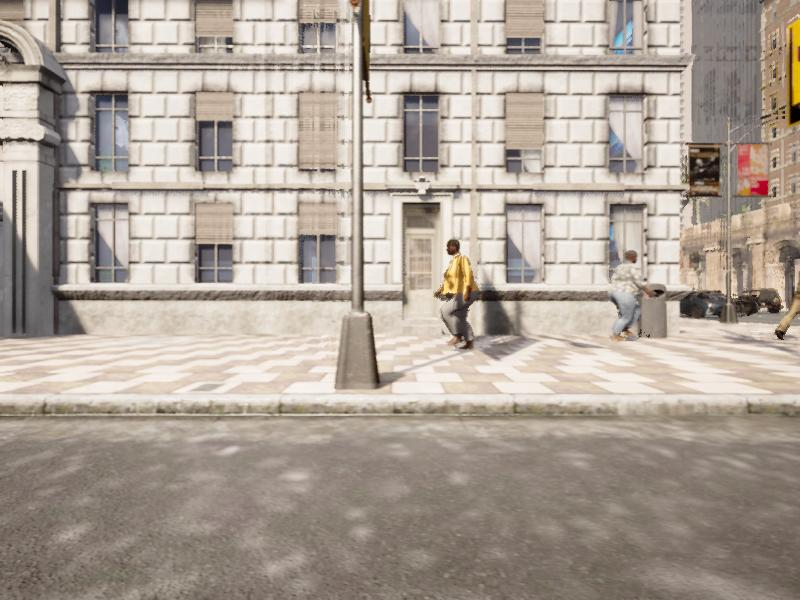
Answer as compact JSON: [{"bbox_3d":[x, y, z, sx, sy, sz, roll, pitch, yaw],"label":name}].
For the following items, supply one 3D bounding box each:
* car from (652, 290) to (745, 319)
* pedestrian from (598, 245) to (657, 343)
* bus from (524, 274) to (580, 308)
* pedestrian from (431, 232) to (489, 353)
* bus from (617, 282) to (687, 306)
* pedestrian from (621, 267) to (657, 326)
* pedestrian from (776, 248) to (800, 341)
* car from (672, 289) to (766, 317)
[{"bbox_3d":[17.119,0.245,23.274,2.007,1.525,4.514,0,0,0],"label":"car"},{"bbox_3d":[4.515,-0.111,7.990,0.751,1.860,0.751,0,0,3],"label":"pedestrian"},{"bbox_3d":[20.768,-1.108,55.594,3.944,4.253,10.273,0,0,0],"label":"bus"},{"bbox_3d":[0.956,-0.114,6.524,0.751,1.860,0.751,0,0,-7],"label":"pedestrian"},{"bbox_3d":[45.954,-1.096,73.281,10.273,4.253,3.944,0,0,0],"label":"bus"},{"bbox_3d":[7.683,-0.108,12.870,0.751,1.860,0.751,0,0,6],"label":"pedestrian"},{"bbox_3d":[8.398,-0.107,8.154,0.751,1.860,0.751,0,0,-2],"label":"pedestrian"},{"bbox_3d":[20.592,0.190,26.219,1.930,1.638,5.238,0,0,0],"label":"car"}]
